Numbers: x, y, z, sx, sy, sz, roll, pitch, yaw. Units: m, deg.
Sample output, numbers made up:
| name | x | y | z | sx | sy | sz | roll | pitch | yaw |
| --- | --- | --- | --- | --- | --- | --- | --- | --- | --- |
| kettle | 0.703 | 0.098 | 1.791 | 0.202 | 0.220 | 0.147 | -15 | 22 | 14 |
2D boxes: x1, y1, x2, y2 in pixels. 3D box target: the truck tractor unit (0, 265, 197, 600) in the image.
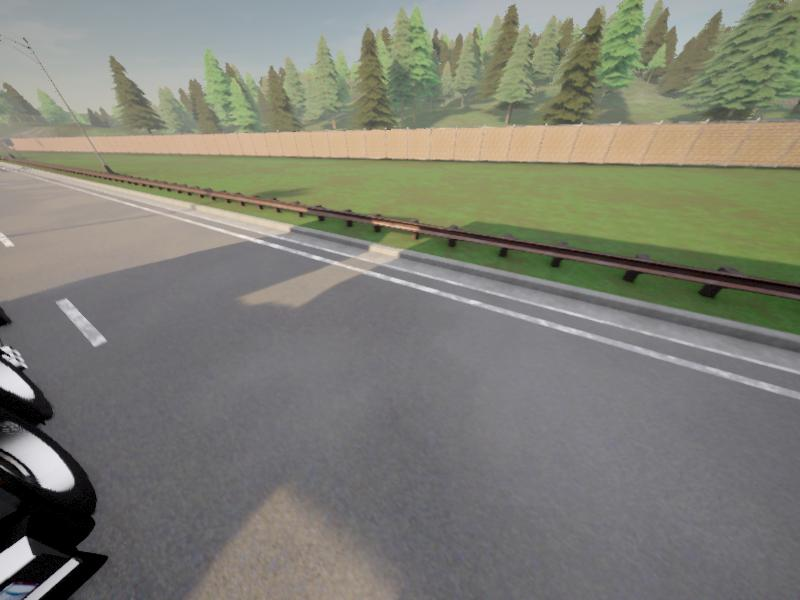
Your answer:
| name | x | y | z | sx | sy | sz | roll | pitch | yaw |
| --- | --- | --- | --- | --- | --- | --- | --- | --- | --- |
| truck tractor unit | -5.119 | -0.289 | 0.785 | 6.516 | 4.208 | 3.053 | 18 | 39 | 24 |
